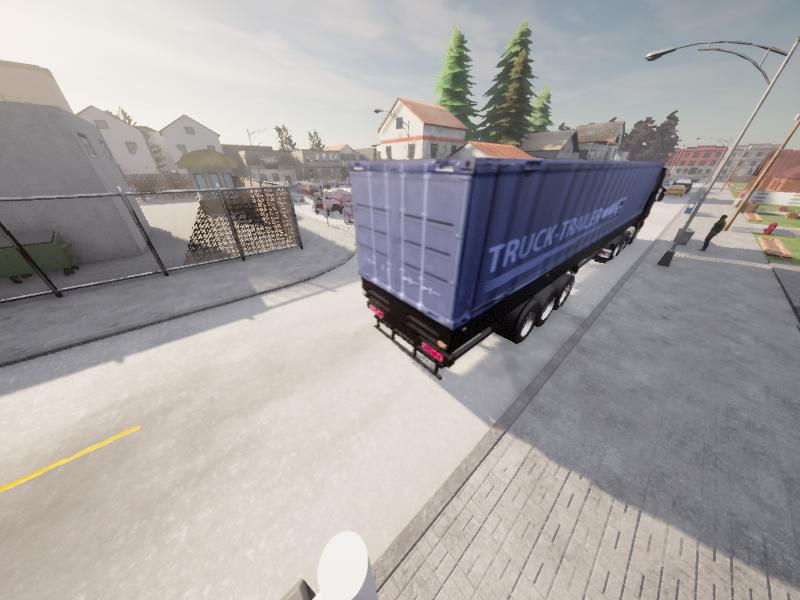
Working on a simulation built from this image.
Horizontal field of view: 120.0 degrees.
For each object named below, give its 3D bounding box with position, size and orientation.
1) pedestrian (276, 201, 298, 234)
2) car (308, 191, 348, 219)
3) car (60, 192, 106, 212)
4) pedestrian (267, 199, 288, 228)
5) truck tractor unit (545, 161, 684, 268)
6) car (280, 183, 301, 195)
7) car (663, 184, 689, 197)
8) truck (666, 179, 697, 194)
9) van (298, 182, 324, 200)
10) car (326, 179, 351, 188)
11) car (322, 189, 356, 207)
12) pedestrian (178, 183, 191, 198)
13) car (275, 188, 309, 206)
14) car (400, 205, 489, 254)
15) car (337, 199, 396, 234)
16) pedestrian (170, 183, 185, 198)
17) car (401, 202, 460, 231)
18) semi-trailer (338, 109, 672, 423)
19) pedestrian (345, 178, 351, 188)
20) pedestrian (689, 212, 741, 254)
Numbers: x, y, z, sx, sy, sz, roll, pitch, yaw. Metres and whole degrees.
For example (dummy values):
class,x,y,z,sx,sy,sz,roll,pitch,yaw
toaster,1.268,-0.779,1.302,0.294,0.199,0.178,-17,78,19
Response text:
class,x,y,z,sx,sy,sz,roll,pitch,yaw
pedestrian,-7.528,-5.482,15.368,0.751,1.860,0.751,-22,37,-33
car,-6.867,-9.105,21.885,1.905,1.878,3.866,-23,37,-34
car,-33.330,-10.450,24.440,1.816,1.474,4.193,-23,37,-34
pedestrian,-8.813,-6.250,16.697,0.751,1.860,0.751,-23,37,-34
truck tractor unit,11.384,-4.955,12.364,6.516,4.208,3.053,-23,37,-34
car,-18.799,-19.156,39.711,1.816,1.474,4.193,-23,37,-34
car,43.629,-17.307,36.445,5.008,1.535,1.882,-23,37,-34
truck,49.349,-19.950,40.461,6.274,2.098,2.390,-23,37,-34
van,-13.003,-15.934,33.622,1.775,1.987,4.442,-23,37,-34
car,-13.475,-25.537,50.756,4.792,1.488,2.163,-23,37,-34
car,-7.436,-12.419,27.990,2.007,1.525,4.514,-23,37,-34
pedestrian,-30.479,-15.458,32.664,0.751,1.860,0.751,-20,35,-30
car,-13.608,-12.958,28.933,2.128,1.511,4.902,-23,37,-34
car,2.425,-4.261,13.508,4.605,1.855,1.932,19,35,30
car,-2.619,-6.464,17.574,2.033,1.649,4.856,-23,37,-34
pedestrian,-31.263,-15.349,32.475,0.751,1.860,0.751,-17,34,-27
car,2.264,-6.694,18.231,4.181,1.385,1.994,25,39,37
semi-trailer,5.321,-2.498,7.914,14.254,4.402,2.717,-23,37,-34
pedestrian,-10.761,-24.192,47.773,0.751,1.860,0.751,-21,36,-31
pedestrian,16.017,-3.428,11.827,0.751,1.860,0.751,20,35,30
